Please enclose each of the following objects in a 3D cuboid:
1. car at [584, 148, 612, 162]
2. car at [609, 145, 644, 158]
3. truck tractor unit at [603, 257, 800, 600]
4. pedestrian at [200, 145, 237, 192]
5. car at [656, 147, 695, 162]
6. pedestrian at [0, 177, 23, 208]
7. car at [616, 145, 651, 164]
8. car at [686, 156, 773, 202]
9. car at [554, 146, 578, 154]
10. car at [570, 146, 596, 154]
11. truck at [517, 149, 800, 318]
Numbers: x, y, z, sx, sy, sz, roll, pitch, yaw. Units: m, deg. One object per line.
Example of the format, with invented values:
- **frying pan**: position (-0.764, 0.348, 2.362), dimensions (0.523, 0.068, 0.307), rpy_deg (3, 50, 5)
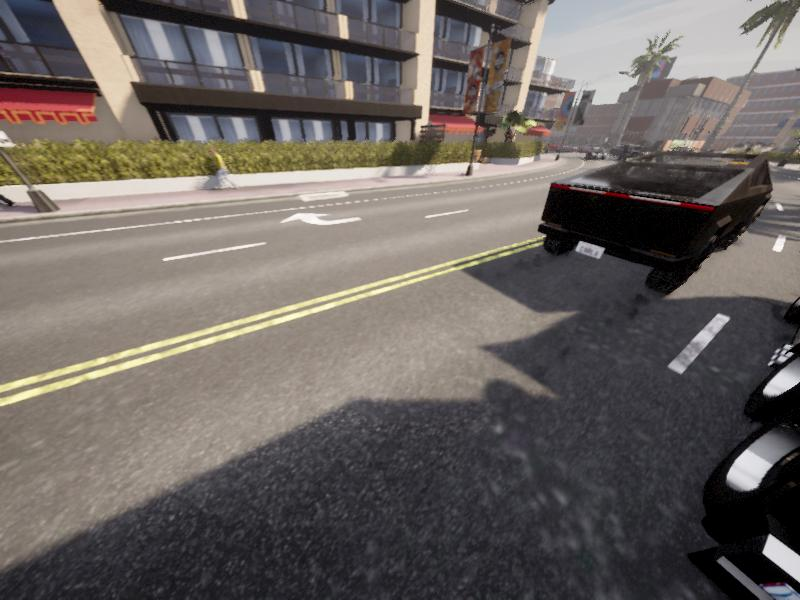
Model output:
- **car**: position (27.273, -20.165, 31.983), dimensions (1.970, 1.475, 3.806), rpy_deg (16, 38, 21)
- **car**: position (37.820, -24.918, 38.753), dimensions (2.242, 1.667, 4.611), rpy_deg (9, 36, 12)
- **truck tractor unit**: position (5.102, -0.309, 0.800), dimensions (6.516, 4.208, 3.053), rpy_deg (-19, 39, -25)
- **pedestrian**: position (-8.563, -6.270, 11.009), dimensions (0.751, 1.860, 0.751), rpy_deg (-19, 39, -25)
- **car**: position (39.361, -20.952, 33.115), dimensions (1.851, 1.617, 3.988), rpy_deg (13, 37, 18)
- **pedestrian**: position (-14.703, -4.207, 7.983), dimensions (0.751, 1.860, 0.751), rpy_deg (-18, 39, -24)
- **car**: position (29.868, -18.828, 29.720), dimensions (1.905, 1.878, 3.866), rpy_deg (17, 38, 22)
- **car**: position (17.268, -6.579, 12.255), dimensions (5.366, 1.575, 1.801), rpy_deg (-26, 43, -33)
- **car**: position (35.596, -32.338, 49.664), dimensions (1.994, 1.385, 4.181), rpy_deg (-2, 35, -4)
- **car**: position (38.941, -32.000, 49.212), dimensions (1.994, 1.385, 4.181), rpy_deg (-2, 35, -3)
- **truck**: position (6.014, -2.091, 5.239), dimensions (6.274, 2.098, 2.390), rpy_deg (-19, 39, -25)
